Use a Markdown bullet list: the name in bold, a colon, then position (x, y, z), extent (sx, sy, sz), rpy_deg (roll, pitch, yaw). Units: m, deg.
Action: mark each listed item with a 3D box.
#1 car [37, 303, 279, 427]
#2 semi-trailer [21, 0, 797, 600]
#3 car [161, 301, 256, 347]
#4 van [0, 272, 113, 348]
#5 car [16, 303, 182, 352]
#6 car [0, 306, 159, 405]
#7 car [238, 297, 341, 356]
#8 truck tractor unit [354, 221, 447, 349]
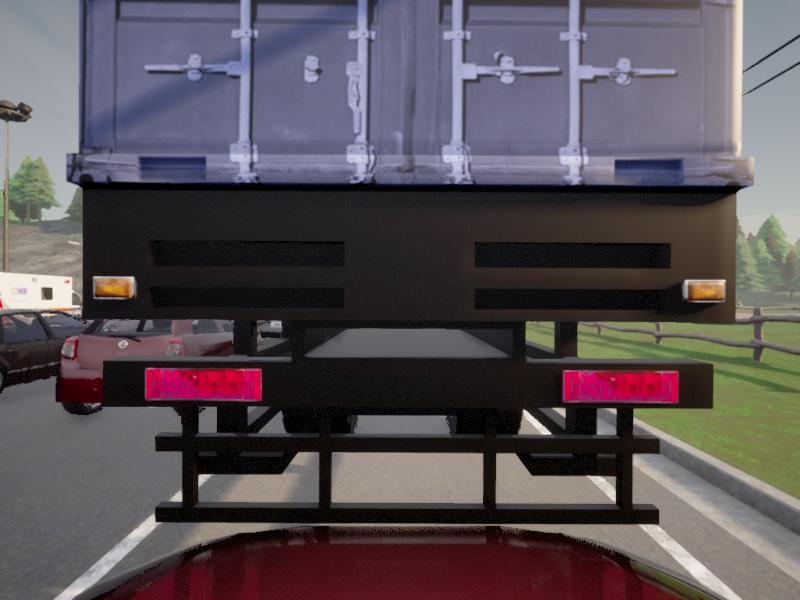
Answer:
- **car**: position (-3.493, 0.806, 6.688), extent (1.845, 1.501, 3.633), rpy_deg (0, 0, 0)
- **semi-trailer**: position (0.031, -0.623, 8.535), extent (2.717, 4.402, 14.254), rpy_deg (0, 0, 0)
- **car**: position (-6.983, 0.802, 15.058), extent (1.845, 1.501, 3.633), rpy_deg (0, 0, 0)
- **van**: position (-13.981, 0.326, 14.669), extent (2.351, 2.431, 6.366), rpy_deg (0, 0, 0)
- **car**: position (-10.482, 0.856, 14.658), extent (2.033, 1.411, 5.357), rpy_deg (0, 0, 0)
- **car**: position (-6.996, 0.862, 7.227), extent (2.033, 1.411, 5.357), rpy_deg (0, 0, 0)
- **car**: position (-3.487, 0.745, 13.673), extent (2.242, 1.667, 4.611), rpy_deg (0, 0, 0)
- **truck tractor unit**: position (0.016, -0.521, 16.445), extent (3.053, 4.208, 6.516), rpy_deg (0, 0, 0)
